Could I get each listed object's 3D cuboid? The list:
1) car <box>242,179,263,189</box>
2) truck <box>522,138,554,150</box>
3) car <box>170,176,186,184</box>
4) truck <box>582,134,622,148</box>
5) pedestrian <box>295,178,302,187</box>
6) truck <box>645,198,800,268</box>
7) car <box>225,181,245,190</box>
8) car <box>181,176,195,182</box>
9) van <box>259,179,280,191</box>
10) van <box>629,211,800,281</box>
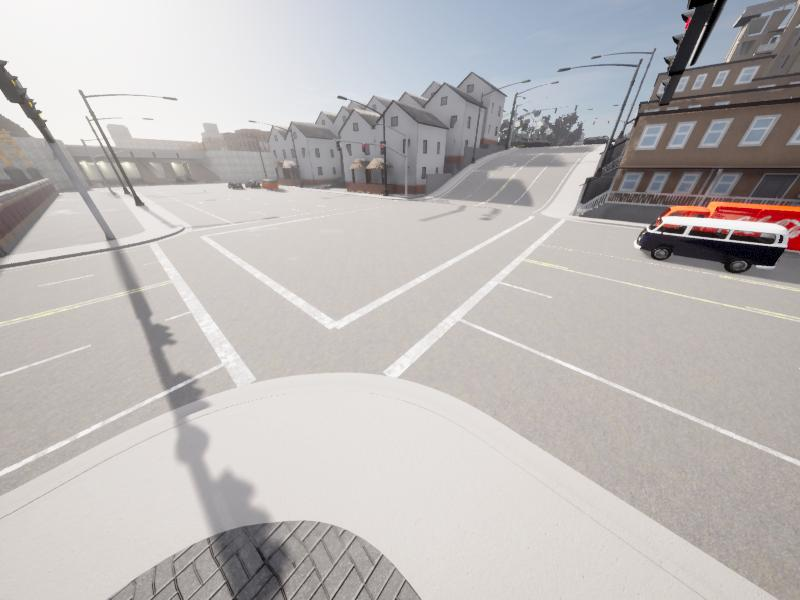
[{"bbox_3d":[-32.884,-25.887,51.600,4.611,1.667,2.242,24,38,35],"label":"car"},{"bbox_3d":[35.378,-39.861,59.245,6.274,2.098,2.390,24,38,35],"label":"truck"},{"bbox_3d":[-64.004,-34.572,66.548,5.238,1.638,1.930,23,37,34],"label":"car"},{"bbox_3d":[45.124,-35.591,51.849,6.274,2.098,2.390,24,38,35],"label":"truck"},{"bbox_3d":[-22.656,-26.258,51.574,0.751,1.860,0.751,13,32,21],"label":"pedestrian"},{"bbox_3d":[17.589,-3.927,12.639,5.204,2.467,2.627,25,38,36],"label":"truck"},{"bbox_3d":[-35.336,-24.596,49.454,4.514,1.525,2.007,24,38,35],"label":"car"},{"bbox_3d":[-66.370,-37.765,72.272,4.674,1.442,1.812,23,37,34],"label":"car"},{"bbox_3d":[-26.315,-23.179,46.467,4.442,1.987,1.775,24,38,35],"label":"van"},{"bbox_3d":[14.563,-2.824,11.159,4.480,2.038,2.069,24,38,35],"label":"van"}]
